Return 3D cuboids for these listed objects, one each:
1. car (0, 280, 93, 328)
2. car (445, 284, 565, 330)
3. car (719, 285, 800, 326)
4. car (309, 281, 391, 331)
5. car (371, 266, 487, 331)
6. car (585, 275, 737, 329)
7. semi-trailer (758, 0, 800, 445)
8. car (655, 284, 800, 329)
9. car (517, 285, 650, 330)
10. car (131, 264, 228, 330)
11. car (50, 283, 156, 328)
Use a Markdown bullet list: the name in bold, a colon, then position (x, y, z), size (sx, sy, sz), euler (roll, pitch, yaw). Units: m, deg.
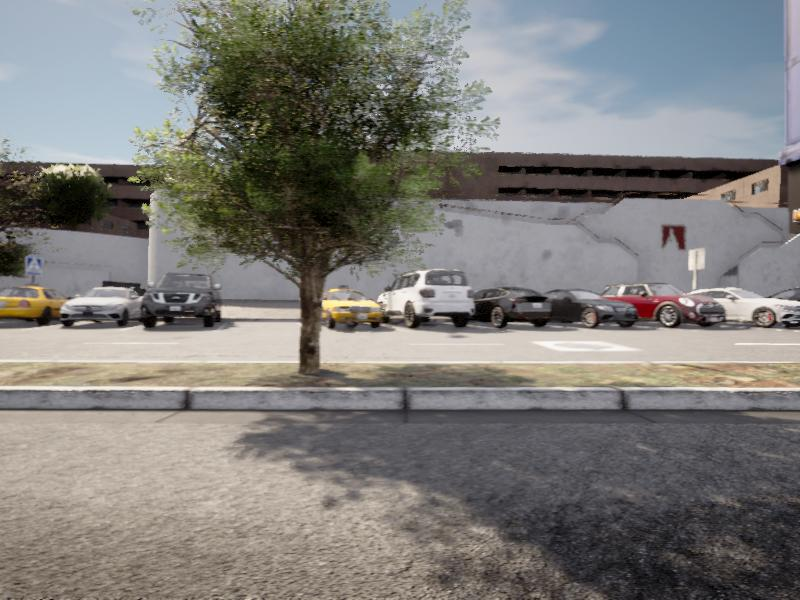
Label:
- **car**: position (-14.280, 0.155, 15.710), size (1.946, 1.575, 5.366), euler (0, -1, -20)
- **car**: position (3.793, 0.264, 15.553), size (2.163, 1.488, 4.792), euler (0, -1, -20)
- **car**: position (15.818, 0.194, 15.514), size (2.097, 1.535, 5.008), euler (0, -1, -20)
- **car**: position (-2.134, 0.224, 15.359), size (1.946, 1.575, 5.366), euler (1, -1, -20)
- **car**: position (0.794, -0.016, 15.558), size (2.435, 2.045, 5.566), euler (0, -1, -20)
- **car**: position (9.807, 0.097, 15.556), size (2.185, 1.767, 4.553), euler (0, -1, -20)
- **semi-trailer**: position (9.861, -1.230, 1.694), size (14.254, 4.402, 2.717), euler (0, 0, 0)
- **car**: position (12.818, 0.250, 15.525), size (2.002, 1.452, 4.674), euler (0, -1, -20)
- **car**: position (6.818, 0.274, 15.529), size (2.002, 1.452, 4.674), euler (1, -1, -20)
- **car**: position (-8.186, -0.047, 15.512), size (2.435, 2.045, 5.566), euler (1, -1, -20)
- **car**: position (-11.208, 0.221, 15.541), size (2.002, 1.452, 4.674), euler (1, -1, -20)
